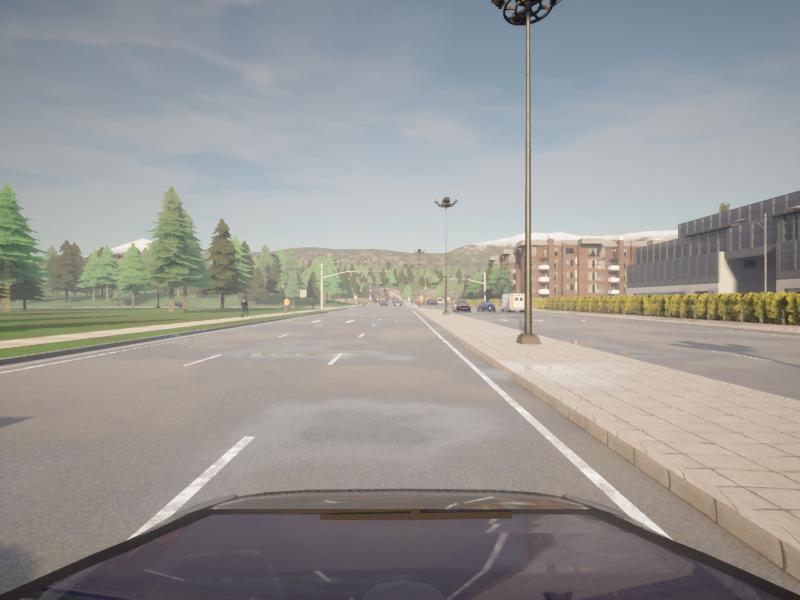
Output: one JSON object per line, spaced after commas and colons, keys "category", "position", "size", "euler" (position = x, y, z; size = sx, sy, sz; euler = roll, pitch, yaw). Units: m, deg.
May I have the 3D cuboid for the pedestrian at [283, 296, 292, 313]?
{"category": "pedestrian", "position": [-12.367, 0.524, 43.862], "size": [0.751, 1.860, 0.751], "euler": [0, 0, 2]}

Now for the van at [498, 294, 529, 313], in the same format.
{"category": "van", "position": [15.255, 0.426, 54.148], "size": [2.351, 2.431, 6.366], "euler": [0, 0, 0]}

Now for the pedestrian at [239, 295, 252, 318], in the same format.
{"category": "pedestrian", "position": [-12.631, 0.514, 32.646], "size": [0.751, 1.860, 0.751], "euler": [0, 0, 2]}

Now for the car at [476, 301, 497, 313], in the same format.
{"category": "car", "position": [11.755, 0.918, 54.568], "size": [1.812, 1.442, 4.674], "euler": [0, 0, 0]}

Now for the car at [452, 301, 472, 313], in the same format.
{"category": "car", "position": [8.250, 0.874, 53.841], "size": [2.038, 1.542, 4.974], "euler": [0, 0, 1]}
